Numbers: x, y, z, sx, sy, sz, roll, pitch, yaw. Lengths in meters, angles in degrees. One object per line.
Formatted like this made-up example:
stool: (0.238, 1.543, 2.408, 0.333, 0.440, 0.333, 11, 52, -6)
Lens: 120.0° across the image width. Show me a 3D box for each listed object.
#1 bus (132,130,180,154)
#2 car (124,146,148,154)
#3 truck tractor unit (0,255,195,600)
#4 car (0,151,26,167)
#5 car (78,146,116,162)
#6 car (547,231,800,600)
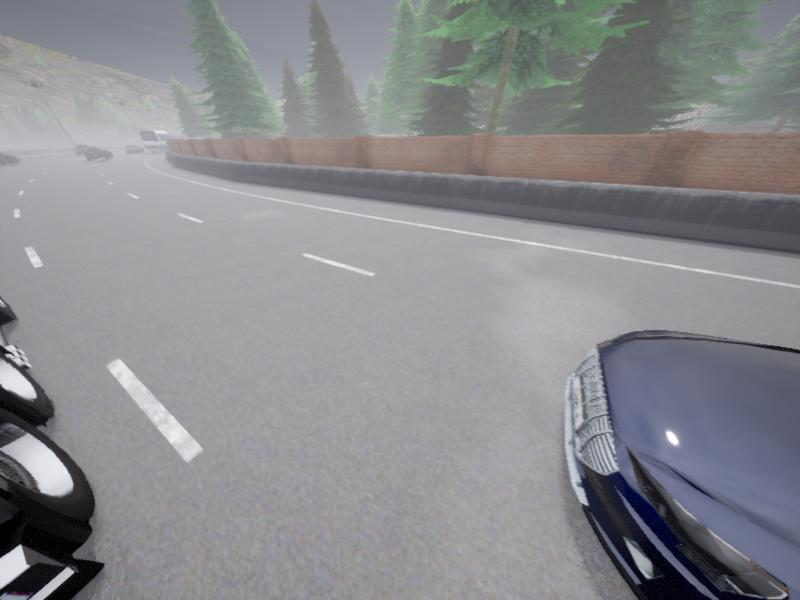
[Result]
bus: (-56.480, -37.010, 54.031, 3.944, 4.253, 10.273, -16, 38, -21)
car: (-57.269, -32.522, 50.165, 1.895, 1.301, 4.718, -17, 38, -22)
truck tractor unit: (-5.096, -0.316, 0.810, 6.516, 4.208, 3.053, 19, 39, 25)
car: (-46.223, -16.146, 26.423, 2.033, 1.411, 5.357, -24, 41, -30)
car: (-43.968, -21.359, 33.708, 2.152, 1.651, 5.027, -24, 41, -30)
car: (3.533, 1.285, 0.707, 4.856, 1.649, 2.033, 18, 39, 24)
